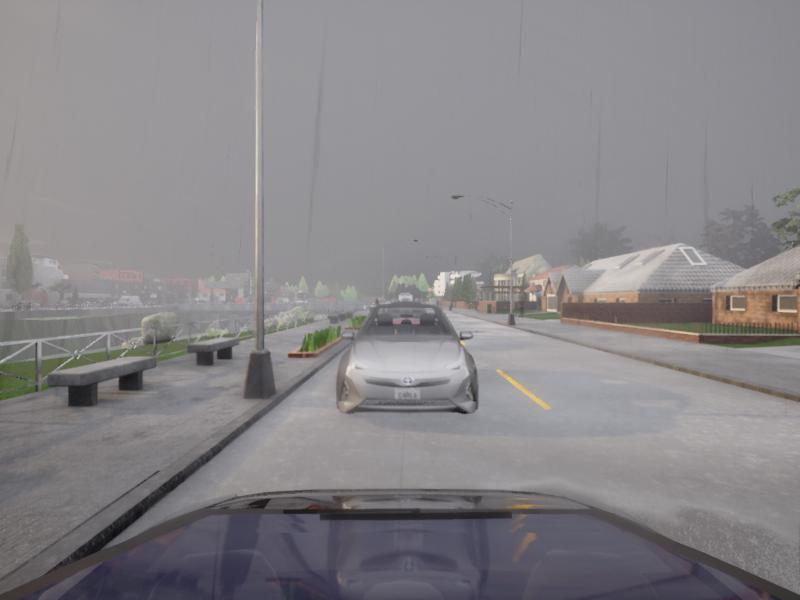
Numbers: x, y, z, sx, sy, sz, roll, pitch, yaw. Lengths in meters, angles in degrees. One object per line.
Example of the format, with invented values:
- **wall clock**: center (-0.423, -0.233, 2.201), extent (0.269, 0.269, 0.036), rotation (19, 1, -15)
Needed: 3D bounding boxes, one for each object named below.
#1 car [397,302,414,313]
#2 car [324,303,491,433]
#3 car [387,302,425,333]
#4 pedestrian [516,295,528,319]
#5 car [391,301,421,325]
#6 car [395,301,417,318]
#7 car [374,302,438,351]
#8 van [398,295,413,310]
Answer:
- **car**: center (0.736, 0.903, 50.729), extent (1.994, 1.385, 4.181), rotation (0, 0, 1)
- **car**: center (0.117, 0.828, 7.052), extent (2.007, 1.525, 4.514), rotation (0, 0, 1)
- **car**: center (0.318, 0.853, 21.112), extent (1.816, 1.474, 4.193), rotation (0, 0, 1)
- **pedestrian**: center (9.627, 0.530, 31.622), extent (0.751, 1.860, 0.751), rotation (0, 0, 1)
- **car**: center (0.399, 0.823, 27.039), extent (1.845, 1.501, 3.633), rotation (0, 0, 1)
- **car**: center (0.548, 0.820, 37.619), extent (1.882, 1.535, 5.008), rotation (0, 0, 1)
- **car**: center (0.227, 0.827, 14.760), extent (2.007, 1.525, 4.514), rotation (0, 0, 1)
- **van**: center (0.942, 0.373, 65.623), extent (2.351, 2.431, 6.366), rotation (0, 0, 1)
